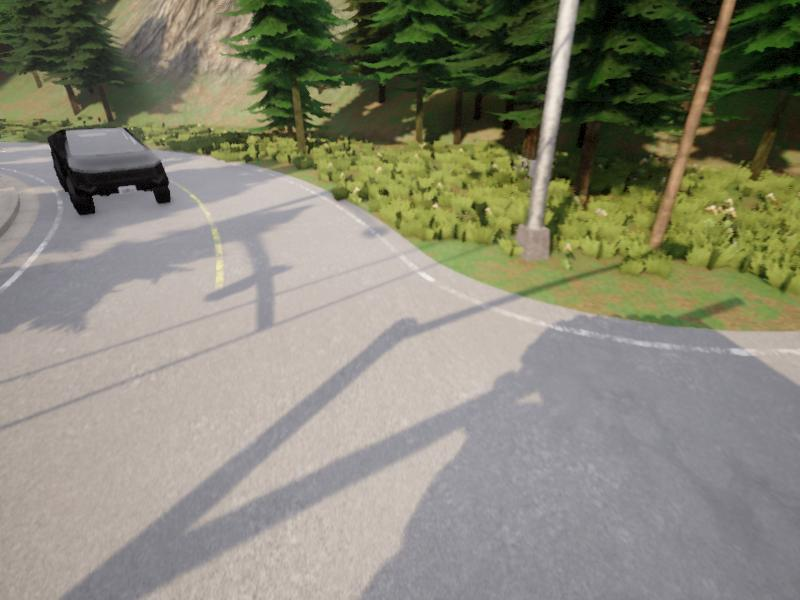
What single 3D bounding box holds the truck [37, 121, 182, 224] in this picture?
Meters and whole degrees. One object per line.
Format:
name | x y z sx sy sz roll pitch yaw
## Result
truck | -9.385 -4.346 12.689 2.390 2.098 6.274 -22 35 -36
